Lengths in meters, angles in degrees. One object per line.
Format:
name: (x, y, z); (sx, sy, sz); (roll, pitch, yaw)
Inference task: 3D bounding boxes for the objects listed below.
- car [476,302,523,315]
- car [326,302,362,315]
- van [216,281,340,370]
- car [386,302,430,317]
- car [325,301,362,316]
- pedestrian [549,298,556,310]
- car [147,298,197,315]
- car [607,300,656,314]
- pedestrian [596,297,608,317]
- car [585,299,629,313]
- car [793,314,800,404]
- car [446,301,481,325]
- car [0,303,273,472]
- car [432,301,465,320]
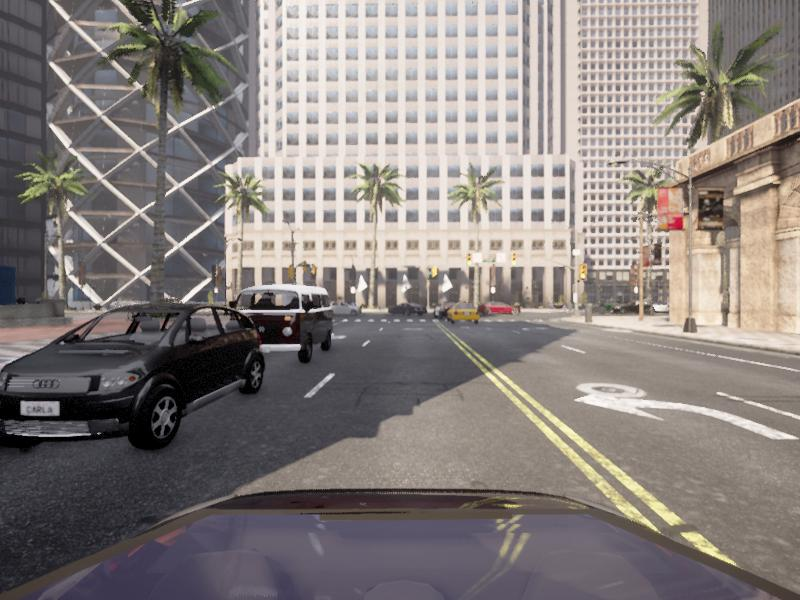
car: (11.118, 0.919, 45.016); (4.792, 1.488, 2.163); (0, 0, 2)
car: (-6.300, 0.921, 45.567); (3.806, 1.475, 1.970); (0, 0, 1)
van: (-3.137, 0.589, 11.410); (2.069, 2.038, 4.480); (0, 0, 2)
car: (0.748, 0.959, 42.786); (2.033, 1.411, 5.357); (0, 0, -34)
car: (-5.900, 0.889, 42.062); (3.633, 1.501, 1.845); (0, 0, 2)
pedestrian: (23.175, 0.578, 60.742); (0.751, 1.860, 0.751); (0, 0, -10)
car: (-25.874, 0.720, 45.558); (4.605, 1.855, 1.932); (0, -1, -8)
car: (27.688, 0.830, 47.953); (4.611, 1.667, 2.242); (0, 0, 2)
pedestrian: (19.008, 0.695, 37.605); (0.751, 1.860, 0.751); (0, 0, -1)
car: (26.627, 0.774, 51.490); (4.553, 1.767, 2.097); (0, 0, 2)
car: (7.157, 0.915, 4.210); (1.994, 1.385, 4.181); (0, 0, 2)
car: (4.401, 0.845, 28.380); (1.801, 1.575, 5.366); (0, 0, 2)
car: (-3.308, 0.824, 5.591); (1.789, 1.549, 3.705); (0, 0, 2)
car: (4.227, 0.880, 35.799); (2.038, 1.542, 4.974); (0, 0, -3)
